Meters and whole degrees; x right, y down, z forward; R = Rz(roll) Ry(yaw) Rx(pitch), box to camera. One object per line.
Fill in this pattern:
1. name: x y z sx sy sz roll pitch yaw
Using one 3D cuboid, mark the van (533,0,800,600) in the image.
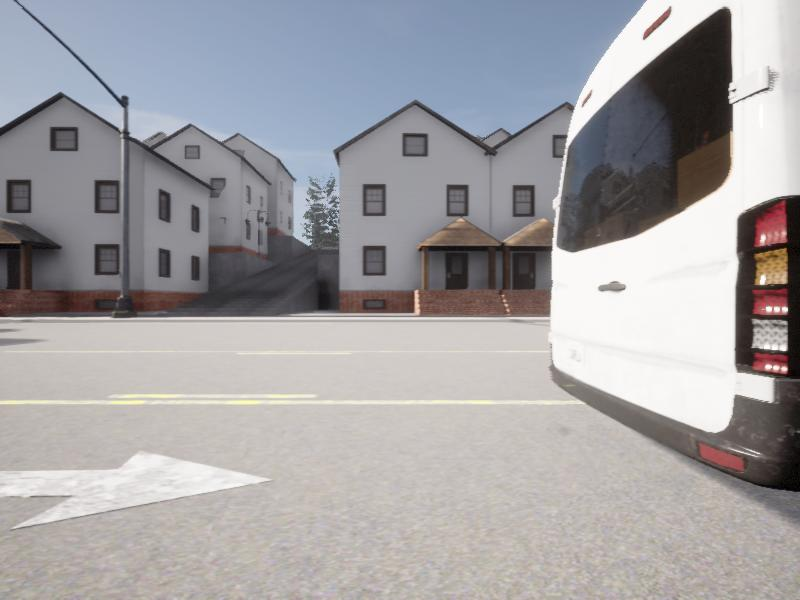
1. van: 4.023 -0.278 2.198 5.915 2.561 1.988 0 0 0
